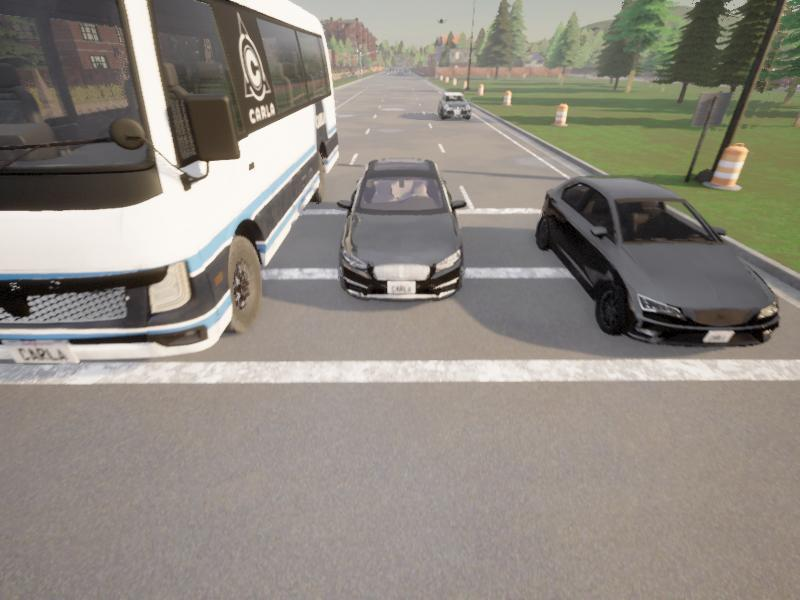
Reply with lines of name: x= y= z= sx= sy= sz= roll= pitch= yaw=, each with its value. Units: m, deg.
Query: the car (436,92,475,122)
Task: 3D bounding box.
car: x=3.528 y=-12.679 z=26.175 sx=1.970 sy=1.475 sz=3.806 roll=0 pitch=30 yaw=0

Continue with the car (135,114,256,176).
car: x=-6.966 y=-5.632 z=14.250 sx=1.994 sy=1.385 sz=4.181 roll=1 pitch=30 yaw=1

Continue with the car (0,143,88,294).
car: x=-7.093 y=-0.913 z=5.678 sx=1.905 sy=1.878 sz=3.866 roll=1 pitch=30 yaw=1

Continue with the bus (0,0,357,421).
bus: x=-3.363 y=-3.244 z=7.316 sx=3.944 sy=4.253 sz=10.273 roll=0 pitch=31 yaw=0

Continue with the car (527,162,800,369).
car: x=3.516 y=-0.899 z=6.064 sx=1.816 sy=1.474 sz=4.193 roll=0 pitch=30 yaw=0

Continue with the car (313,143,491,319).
car: x=0.027 y=-1.634 z=7.281 sx=2.128 sy=1.511 sz=4.902 roll=0 pitch=30 yaw=0
